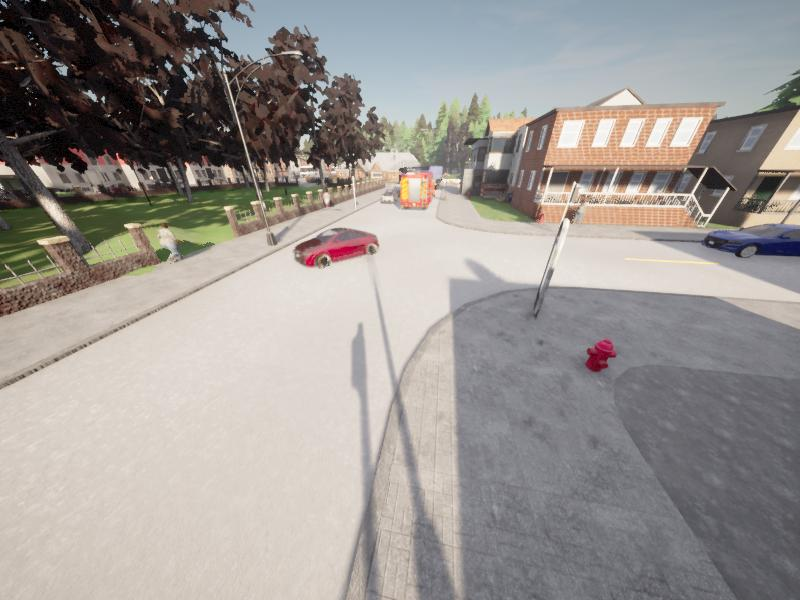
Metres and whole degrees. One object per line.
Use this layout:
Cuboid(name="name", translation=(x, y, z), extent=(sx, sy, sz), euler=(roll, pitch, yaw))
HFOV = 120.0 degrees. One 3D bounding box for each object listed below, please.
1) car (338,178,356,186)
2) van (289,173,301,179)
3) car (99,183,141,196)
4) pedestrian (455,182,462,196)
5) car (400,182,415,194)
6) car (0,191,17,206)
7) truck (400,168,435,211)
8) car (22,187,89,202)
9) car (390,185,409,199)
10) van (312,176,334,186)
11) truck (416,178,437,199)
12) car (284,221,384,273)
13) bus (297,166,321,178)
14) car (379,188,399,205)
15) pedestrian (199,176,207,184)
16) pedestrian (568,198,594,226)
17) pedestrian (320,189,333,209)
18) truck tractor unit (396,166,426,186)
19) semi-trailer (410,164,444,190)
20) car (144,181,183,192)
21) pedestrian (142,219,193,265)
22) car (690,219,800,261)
Cuboid(name="car", translation=(-12.908, -28.897, 56.527), extent=(3.633, 1.501, 1.845), euler=(5, 30, 9))
Cuboid(name="van", translation=(-39.464, -46.703, 86.912), extent=(1.775, 1.987, 4.442), euler=(5, 30, 9))
Cuboid(name="car", translation=(-45.449, -17.993, 37.616), extent=(1.789, 1.549, 3.705), euler=(5, 30, 9))
Cuboid(name="pedestrian", translation=(8.794, -16.652, 34.730), extent=(0.751, 1.860, 0.751), euler=(-1, 30, -1))
Cuboid(name="car", translation=(1.399, -20.204, 41.419), extent=(1.801, 1.575, 5.366), euler=(5, 30, 9))
Cuboid(name="car", translation=(-47.776, -11.353, 26.194), extent=(1.970, 1.475, 3.806), euler=(5, 30, 9))
Cuboid(name="truck", translation=(2.257, -13.067, 26.815), extent=(2.891, 3.827, 8.468), euler=(6, 31, 10))
Cuboid(name="car", translation=(-46.697, -14.440, 31.490), extent=(2.007, 1.525, 4.514), euler=(5, 30, 9))
Cuboid(name="car", translation=(-0.005, -16.512, 35.211), extent=(2.033, 1.411, 5.357), euler=(5, 30, 8))
Cuboid(name="van", translation=(-19.021, -29.661, 57.340), extent=(4.480, 2.038, 2.069), euler=(5, 30, 9))
Cuboid(name="truck", translation=(4.071, -16.875, 34.767), extent=(2.627, 2.467, 5.204), euler=(5, 30, 9))
Cuboid(name="car", translation=(-3.116, -2.800, 11.487), extent=(4.181, 1.385, 1.994), euler=(-23, 37, -34))
Cuboid(name="bus", translation=(-37.411, -53.087, 95.699), extent=(3.944, 4.253, 10.273), euler=(5, 30, 9))
Cuboid(name="car", translation=(-1.321, -13.144, 29.243), extent=(1.845, 1.501, 3.633), euler=(4, 30, 7))
Cuboid(name="pedestrian", translation=(-50.067, -30.548, 58.798), extent=(0.751, 1.860, 0.751), euler=(3, 30, 5))
Cuboid(name="pedestrian", translation=(13.424, -6.537, 17.194), extent=(0.751, 1.860, 0.751), euler=(1, 30, 2))
Cuboid(name="pedestrian", translation=(-7.617, -10.496, 24.068), extent=(0.751, 1.860, 0.751), euler=(5, 30, 9))
Cuboid(name="truck tractor unit", translation=(2.544, -30.208, 56.098), extent=(6.516, 4.208, 3.053), euler=(24, 37, 35))
Cuboid(name="semi-trailer", translation=(5.275, -26.729, 49.873), extent=(2.717, 4.402, 14.254), euler=(-6, 30, -11))
Cuboid(name="car", translation=(-44.278, -21.282, 43.373), extent=(1.837, 1.490, 4.892), euler=(5, 30, 8))
Cuboid(name="pedestrian", translation=(-10.404, -2.616, 10.419), extent=(0.751, 1.860, 0.751), euler=(5, 30, 9))
Cuboid(name="car", translation=(19.056, -3.073, 11.791), extent=(5.008, 1.535, 1.882), euler=(5, 30, 9))
